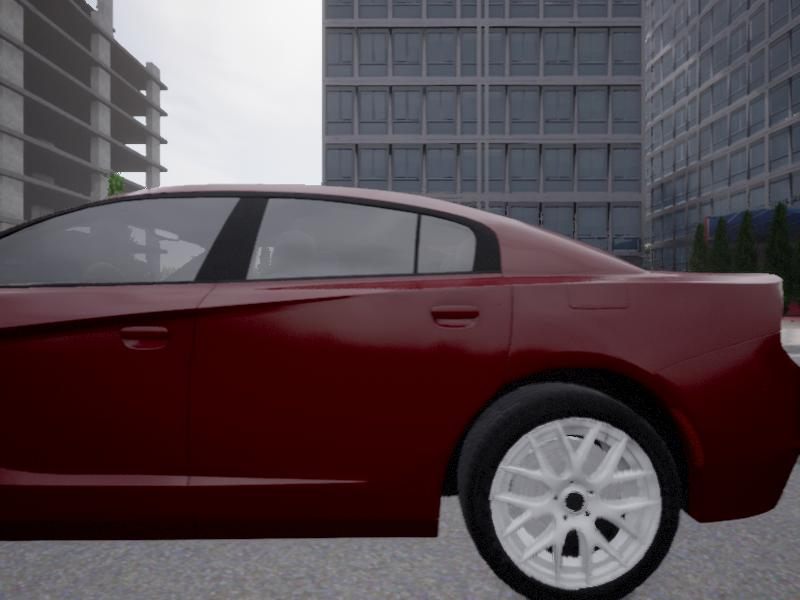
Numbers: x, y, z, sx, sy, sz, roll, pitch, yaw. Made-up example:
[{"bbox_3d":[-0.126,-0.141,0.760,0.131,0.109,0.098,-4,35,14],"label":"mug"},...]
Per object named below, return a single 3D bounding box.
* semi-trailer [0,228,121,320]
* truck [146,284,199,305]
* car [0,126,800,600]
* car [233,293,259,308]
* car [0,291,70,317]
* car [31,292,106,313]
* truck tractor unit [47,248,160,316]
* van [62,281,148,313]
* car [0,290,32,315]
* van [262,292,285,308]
[{"bbox_3d":[-20.444,-1.225,20.250,2.717,4.402,14.254,0,0,0],"label":"semi-trailer"},{"bbox_3d":[-43.114,-0.983,75.928,8.468,3.827,2.891,0,0,0],"label":"truck"},{"bbox_3d":[-0.873,0.223,2.195,5.008,1.535,1.882,0,0,0],"label":"car"},{"bbox_3d":[-20.338,0.042,52.940,1.905,1.878,3.866,0,0,0],"label":"car"},{"bbox_3d":[-23.931,0.232,25.245,2.128,1.511,4.902,0,0,0],"label":"car"},{"bbox_3d":[-27.405,0.197,33.396,1.801,1.575,5.366,0,0,0],"label":"car"},{"bbox_3d":[-20.434,-1.129,28.169,3.053,4.208,6.516,-1,0,0],"label":"truck tractor unit"},{"bbox_3d":[-23.909,-0.226,32.848,2.351,2.431,6.366,0,0,0],"label":"van"},{"bbox_3d":[-27.429,0.152,26.316,2.242,1.667,4.611,0,0,0],"label":"car"},{"bbox_3d":[-16.838,-0.004,53.435,1.775,1.987,4.442,0,0,0],"label":"van"}]
